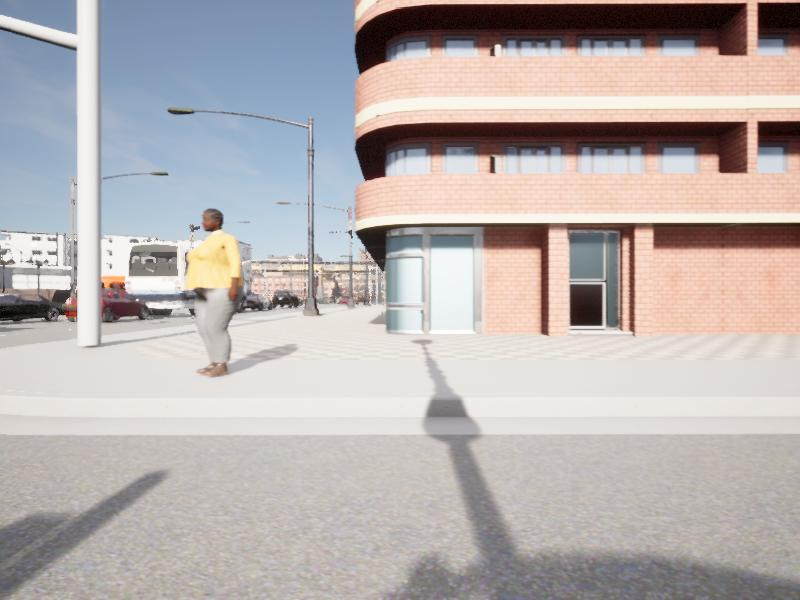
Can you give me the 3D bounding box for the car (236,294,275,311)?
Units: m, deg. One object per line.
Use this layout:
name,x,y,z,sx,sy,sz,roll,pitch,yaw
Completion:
car,-13.726,0.242,38.305,2.038,1.542,4.974,0,0,-2

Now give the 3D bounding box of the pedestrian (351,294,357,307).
pedestrian,-6.547,0.016,57.414,0.751,1.860,0.751,0,0,5

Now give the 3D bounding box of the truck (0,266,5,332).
truck,-13.503,-0.042,9.518,2.390,2.098,6.274,0,0,-5

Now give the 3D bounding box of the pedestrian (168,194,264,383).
pedestrian,-2.047,-0.112,4.457,0.751,1.860,0.751,0,0,44

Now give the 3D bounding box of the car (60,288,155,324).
car,-13.480,0.244,18.722,1.845,1.501,3.633,0,0,-1

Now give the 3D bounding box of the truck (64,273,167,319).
truck,-17.088,-0.221,24.498,2.627,2.467,5.204,0,0,-1

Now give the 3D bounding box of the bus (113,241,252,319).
bus,-13.786,-1.116,27.024,3.944,4.253,10.273,0,0,-1

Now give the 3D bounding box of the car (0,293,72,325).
car,-16.953,0.365,17.195,1.895,1.301,4.718,0,0,-1

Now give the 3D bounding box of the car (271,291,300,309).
car,-13.935,-0.015,48.994,2.150,2.045,5.566,0,0,-2
